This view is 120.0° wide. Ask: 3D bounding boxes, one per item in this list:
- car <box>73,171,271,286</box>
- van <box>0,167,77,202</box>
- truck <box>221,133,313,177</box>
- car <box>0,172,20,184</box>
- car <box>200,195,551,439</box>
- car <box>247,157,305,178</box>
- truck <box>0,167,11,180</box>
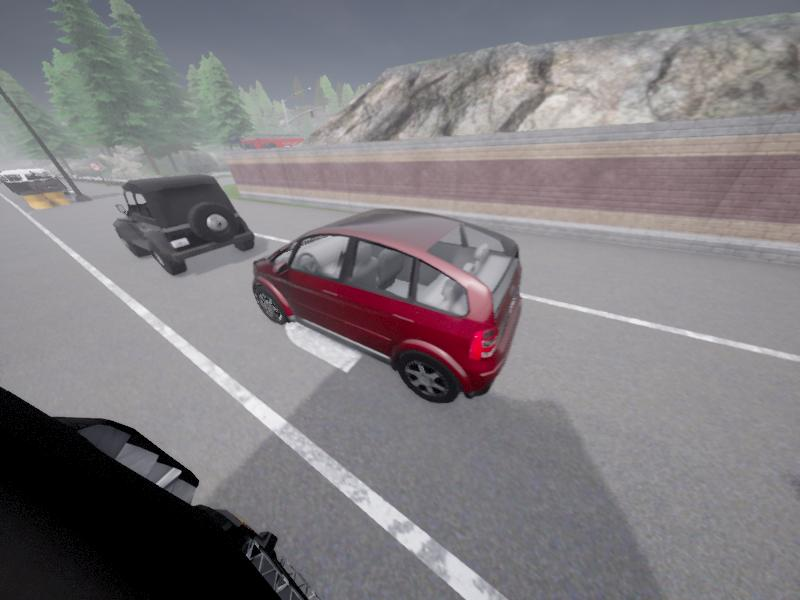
[{"bbox_3d":[-5.566,-2.039,5.769,3.866,1.878,1.905,17,38,27],"label":"car"},{"bbox_3d":[-28.813,-9.127,18.177,4.480,2.038,2.069,10,39,19],"label":"van"},{"bbox_3d":[-15.023,-17.204,27.274,2.891,3.827,8.468,17,38,27],"label":"truck"},{"bbox_3d":[-66.287,-20.406,38.635,4.974,1.542,2.038,17,38,27],"label":"car"},{"bbox_3d":[-0.418,-0.334,3.087,3.705,1.549,1.789,17,38,27],"label":"car"},{"bbox_3d":[-13.100,-14.297,24.813,2.038,1.542,4.974,17,38,27],"label":"car"},{"bbox_3d":[-87.875,-27.376,50.010,5.204,2.467,2.627,17,38,27],"label":"truck"}]
